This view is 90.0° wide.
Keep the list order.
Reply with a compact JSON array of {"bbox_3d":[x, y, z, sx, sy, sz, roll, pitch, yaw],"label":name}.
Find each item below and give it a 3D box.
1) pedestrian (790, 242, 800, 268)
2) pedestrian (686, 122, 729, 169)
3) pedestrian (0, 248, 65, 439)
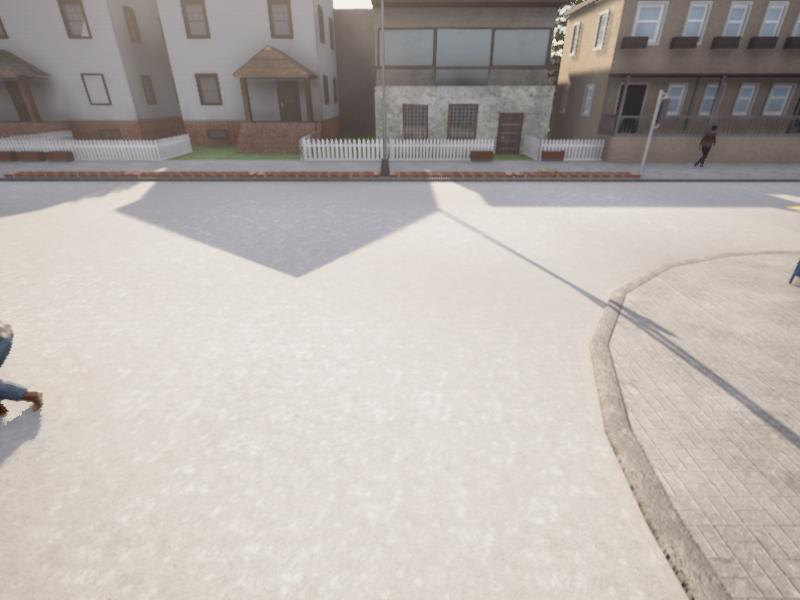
[{"bbox_3d":[7.783,-1.084,7.268,0.500,1.100,0.500,5,28,10],"label":"pedestrian"},{"bbox_3d":[13.513,-6.798,17.620,0.751,1.860,0.751,-10,29,-18],"label":"pedestrian"},{"bbox_3d":[-4.074,0.381,3.814,0.751,1.860,0.751,-14,30,-26],"label":"pedestrian"}]
